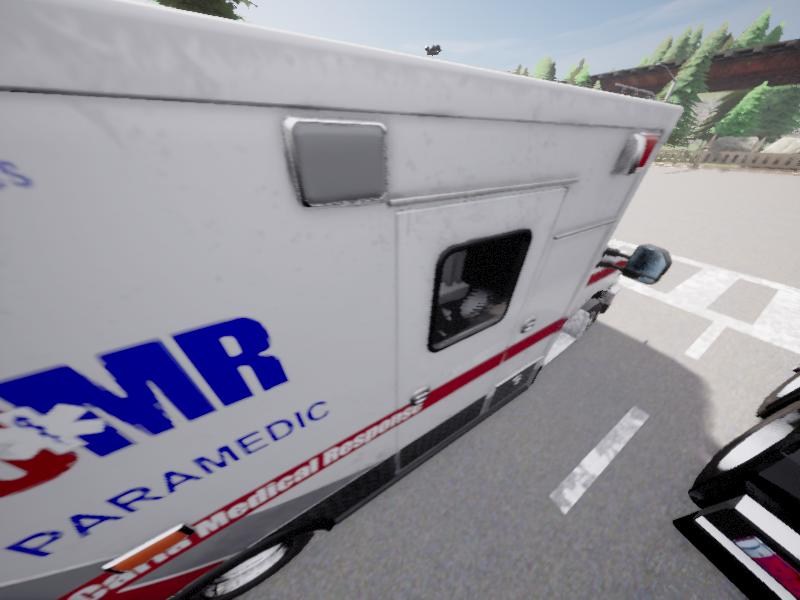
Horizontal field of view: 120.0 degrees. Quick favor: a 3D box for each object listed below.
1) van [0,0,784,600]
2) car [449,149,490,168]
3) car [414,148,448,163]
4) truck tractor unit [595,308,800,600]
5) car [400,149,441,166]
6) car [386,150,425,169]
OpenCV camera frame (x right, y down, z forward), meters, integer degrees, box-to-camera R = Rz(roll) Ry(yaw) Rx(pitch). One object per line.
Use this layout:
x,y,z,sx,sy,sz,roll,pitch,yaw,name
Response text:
-0.164,-0.143,2.100,6.366,2.431,2.351,-18,39,-25,van
7.361,-15.311,24.859,1.970,1.475,3.806,-18,39,-24,car
3.850,-18.553,29.576,1.994,1.385,4.181,-19,39,-26,car
5.202,-0.197,0.665,6.516,4.208,3.053,-15,39,-21,truck tractor unit
2.182,-16.452,26.510,2.033,1.411,5.357,-18,39,-24,car
0.434,-14.175,23.232,1.994,1.385,4.181,-18,39,-24,car
